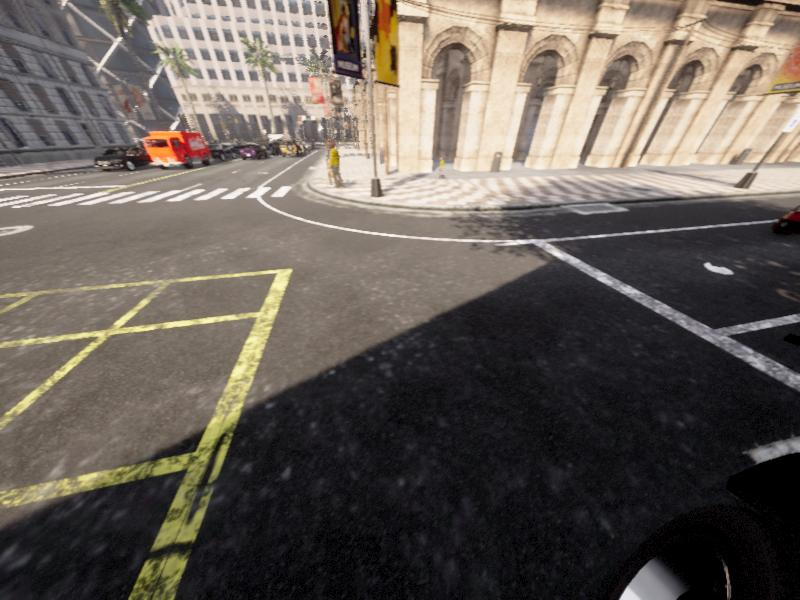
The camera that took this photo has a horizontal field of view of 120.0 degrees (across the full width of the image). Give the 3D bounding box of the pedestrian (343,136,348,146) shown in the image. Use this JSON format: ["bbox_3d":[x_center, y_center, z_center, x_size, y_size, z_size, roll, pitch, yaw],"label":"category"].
[{"bbox_3d":[-12.345,-35.849,52.171,0.751,1.860,0.751,-8,36,-11],"label":"pedestrian"}]

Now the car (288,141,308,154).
[{"bbox_3d":[-14.965,-22.509,34.075,1.845,1.501,3.633,-7,36,-9],"label":"car"}]

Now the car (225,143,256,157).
[{"bbox_3d":[-21.362,-20.315,31.141,1.994,1.385,4.181,-6,36,-8],"label":"car"}]

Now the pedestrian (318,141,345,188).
[{"bbox_3d":[-3.192,-6.381,10.896,0.751,1.860,0.751,0,36,-1],"label":"pedestrian"}]

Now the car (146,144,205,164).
[{"bbox_3d":[-23.236,-15.417,24.259,2.033,1.411,5.357,-7,36,-10],"label":"car"}]

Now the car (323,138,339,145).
[{"bbox_3d":[-19.312,-44.132,64.327,3.705,1.549,1.789,-22,41,-28],"label":"car"}]

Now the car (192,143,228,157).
[{"bbox_3d":[-24.720,-19.656,30.218,1.994,1.385,4.181,-7,36,-10],"label":"car"}]

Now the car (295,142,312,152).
[{"bbox_3d":[-16.158,-25.832,38.930,1.895,1.301,4.718,-7,36,-9],"label":"car"}]

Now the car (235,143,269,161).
[{"bbox_3d":[-16.533,-16.752,26.059,1.816,1.474,4.193,-7,36,-9],"label":"car"}]

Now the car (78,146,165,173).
[{"bbox_3d":[-21.712,-11.284,18.384,1.837,1.490,4.892,-7,36,-10],"label":"car"}]

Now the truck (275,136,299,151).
[{"bbox_3d":[-20.722,-28.926,42.573,2.390,2.098,6.274,-7,36,-9],"label":"truck"}]

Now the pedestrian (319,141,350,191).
[{"bbox_3d":[-2.919,-6.055,10.439,0.751,1.860,0.751,20,40,26],"label":"pedestrian"}]

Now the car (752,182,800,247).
[{"bbox_3d":[12.009,-2.044,5.547,4.181,1.385,1.994,-7,36,-10],"label":"car"}]

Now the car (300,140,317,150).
[{"bbox_3d":[-17.620,-30.003,44.688,2.033,1.411,5.357,-6,36,-9],"label":"car"}]

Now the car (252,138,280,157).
[{"bbox_3d":[-17.716,-20.307,30.680,1.905,1.878,3.866,-7,36,-9],"label":"car"}]

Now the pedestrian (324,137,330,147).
[{"bbox_3d":[-16.099,-34.851,51.035,0.751,1.860,0.751,4,36,6],"label":"pedestrian"}]

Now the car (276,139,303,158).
[{"bbox_3d":[-13.782,-19.256,29.215,1.932,1.855,4.605,-7,36,-9],"label":"car"}]

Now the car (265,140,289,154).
[{"bbox_3d":[-19.106,-24.081,36.180,1.930,1.638,5.238,-6,36,-9],"label":"car"}]

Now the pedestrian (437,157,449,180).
[{"bbox_3d":[2.382,-7.361,12.922,0.500,1.100,0.500,-1,36,-1],"label":"pedestrian"}]

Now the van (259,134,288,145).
[{"bbox_3d":[-35.472,-45.183,65.053,6.366,2.431,2.351,-7,36,-9],"label":"van"}]

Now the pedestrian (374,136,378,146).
[{"bbox_3d":[-5.535,-36.730,53.404,0.751,1.860,0.751,-9,37,-13],"label":"pedestrian"}]

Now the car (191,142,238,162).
[{"bbox_3d":[-19.894,-16.179,25.113,1.930,1.638,5.238,-7,36,-9],"label":"car"}]

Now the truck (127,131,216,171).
[{"bbox_3d":[-18.439,-12.495,19.239,2.627,2.467,5.204,-7,36,-10],"label":"truck"}]
